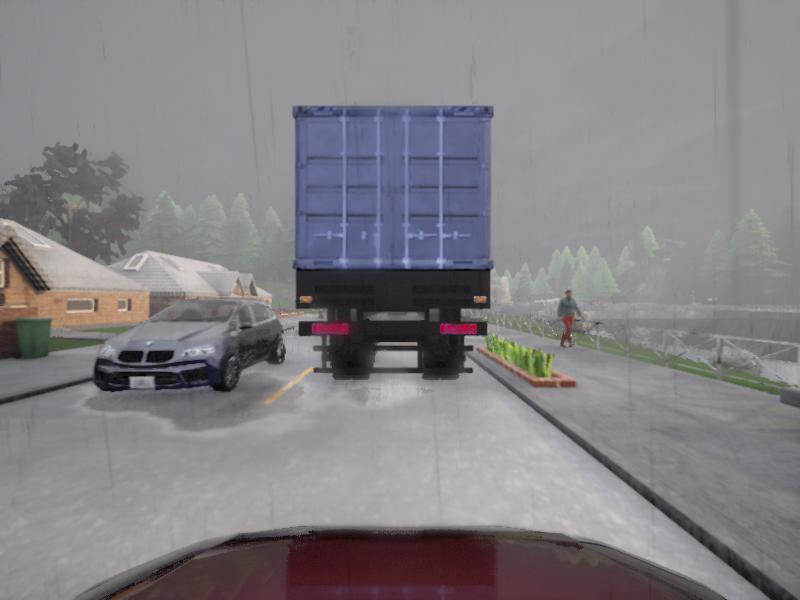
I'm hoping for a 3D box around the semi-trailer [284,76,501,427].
[{"bbox_3d":[-0.083,-0.591,12.136,2.717,4.402,14.254,0,0,0],"label":"semi-trailer"}]

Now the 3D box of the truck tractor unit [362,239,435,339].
[{"bbox_3d":[-0.090,-0.478,20.052,3.053,4.208,6.516,0,0,0],"label":"truck tractor unit"}]

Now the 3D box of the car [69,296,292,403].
[{"bbox_3d":[-4.031,0.777,8.522,2.242,1.667,4.611,0,0,0],"label":"car"}]

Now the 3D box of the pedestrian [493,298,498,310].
[{"bbox_3d":[15.823,0.680,66.207,0.751,1.860,0.751,0,0,0],"label":"pedestrian"}]

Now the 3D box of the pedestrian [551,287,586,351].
[{"bbox_3d":[5.110,0.562,12.173,0.751,1.860,0.751,0,0,-1],"label":"pedestrian"}]
